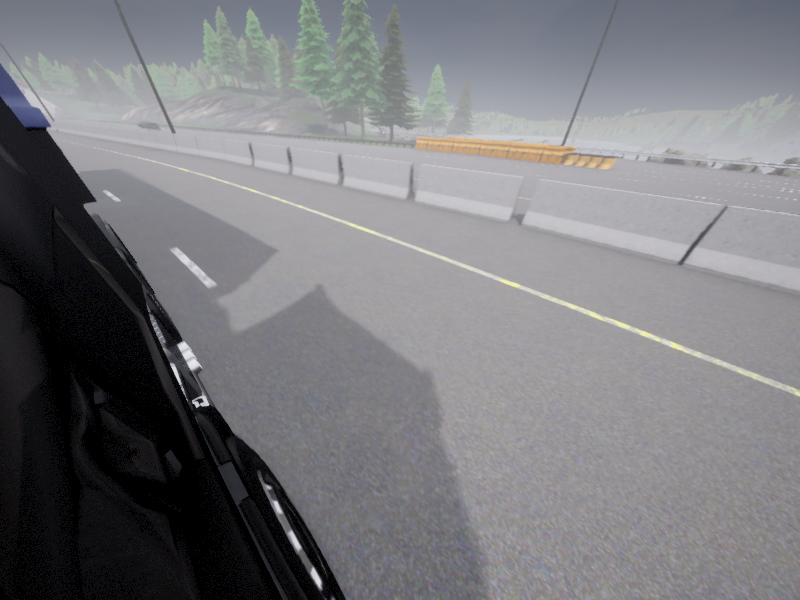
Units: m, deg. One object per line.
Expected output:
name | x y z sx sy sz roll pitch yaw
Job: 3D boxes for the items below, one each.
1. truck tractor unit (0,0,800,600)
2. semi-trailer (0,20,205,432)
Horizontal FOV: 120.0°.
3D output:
truck tractor unit | -2.645 -0.295 0.351 6.516 4.208 3.053 28 44 30
semi-trailer | -8.902 -3.448 4.032 14.254 4.402 2.717 26 42 28
